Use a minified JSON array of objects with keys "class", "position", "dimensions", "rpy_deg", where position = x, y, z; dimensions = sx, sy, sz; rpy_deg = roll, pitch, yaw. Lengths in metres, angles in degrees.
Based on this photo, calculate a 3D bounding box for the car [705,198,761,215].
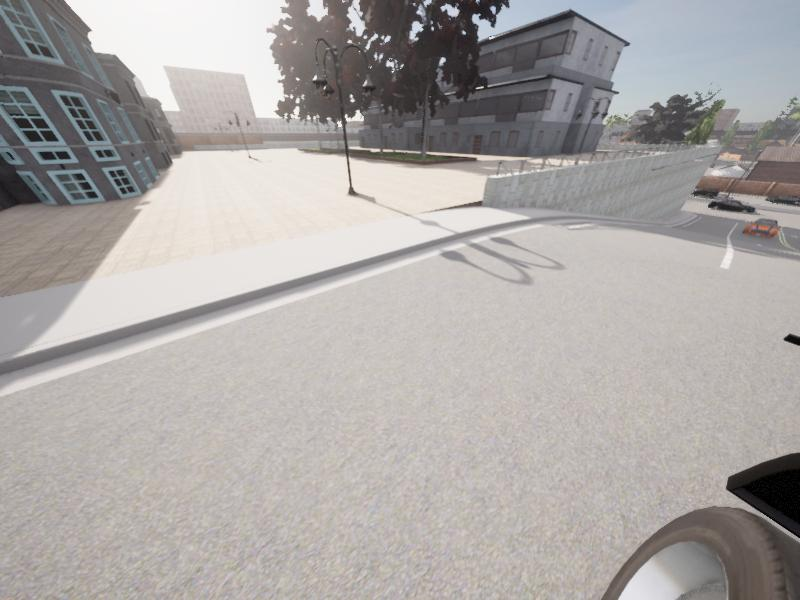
[{"class":"car","position":[54.284,-15.338,37.770],"dimensions":[1.882,1.535,5.008],"rpy_deg":[-22,41,-28]}]

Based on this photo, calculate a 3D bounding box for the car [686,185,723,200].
[{"class":"car","position":[60.929,-21.566,46.272],"dimensions":[1.905,1.878,3.866],"rpy_deg":[-22,41,-28]}]

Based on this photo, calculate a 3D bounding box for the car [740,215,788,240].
[{"class":"car","position":[40.164,-8.066,25.569],"dimensions":[4.553,1.767,2.097],"rpy_deg":[-18,38,-31]}]

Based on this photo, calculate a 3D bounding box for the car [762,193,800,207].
[{"class":"car","position":[69.353,-18.023,41.572],"dimensions":[1.994,1.385,4.181],"rpy_deg":[-22,41,-28]}]
